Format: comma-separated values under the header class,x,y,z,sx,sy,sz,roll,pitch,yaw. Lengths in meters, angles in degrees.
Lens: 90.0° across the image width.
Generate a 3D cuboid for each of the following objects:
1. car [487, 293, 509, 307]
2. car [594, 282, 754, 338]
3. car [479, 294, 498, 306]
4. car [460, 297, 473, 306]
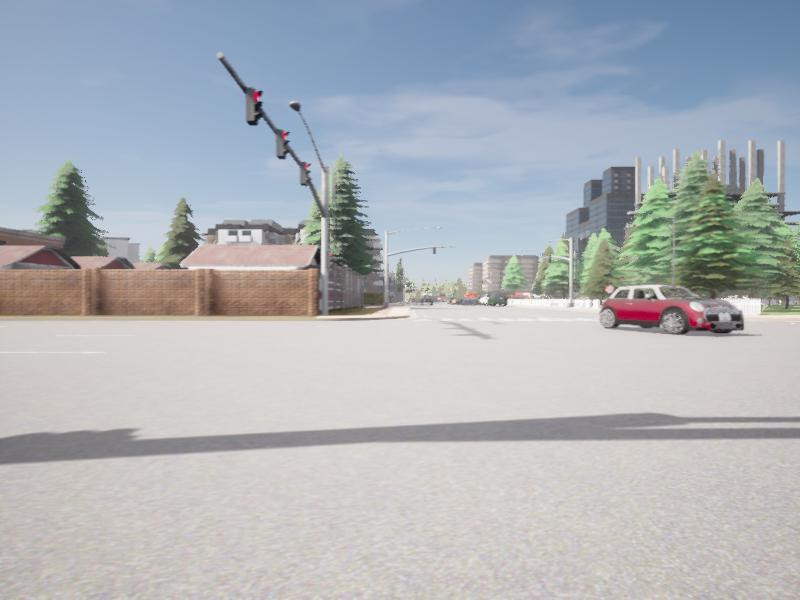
class,x,y,z,sx,sy,sz,roll,pitch,yaw
car,14.966,-0.007,61.298,2.150,2.045,5.566,0,0,1
car,8.323,0.266,12.603,1.970,1.475,3.806,0,0,-14
car,15.181,-0.006,68.599,2.150,2.045,5.566,0,0,2
car,11.754,0.234,71.049,1.789,1.549,3.705,0,0,2
